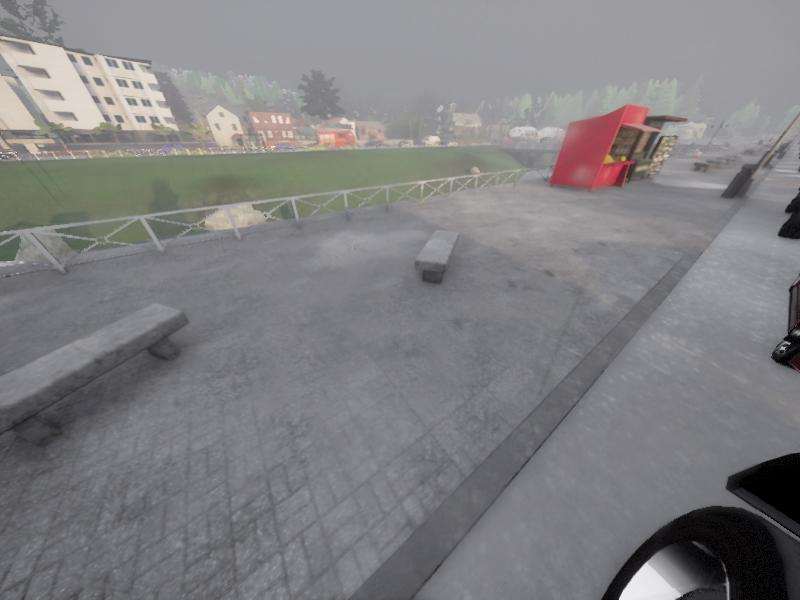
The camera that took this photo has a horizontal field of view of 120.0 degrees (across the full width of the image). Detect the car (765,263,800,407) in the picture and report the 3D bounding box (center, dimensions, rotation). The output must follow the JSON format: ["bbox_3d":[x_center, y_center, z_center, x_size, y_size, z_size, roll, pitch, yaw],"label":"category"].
[{"bbox_3d":[6.192,0.201,2.393,4.181,1.385,1.994,-22,40,-28],"label":"car"}]

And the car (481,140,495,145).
[{"bbox_3d":[29.744,-53.106,77.731,4.674,1.442,1.812,-22,41,-28],"label":"car"}]

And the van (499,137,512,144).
[{"bbox_3d":[37.430,-56.484,81.992,4.442,1.987,1.775,-22,41,-28],"label":"van"}]

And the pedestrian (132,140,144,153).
[{"bbox_3d":[-47.729,-27.923,42.042,0.751,1.860,0.751,-30,44,-35],"label":"pedestrian"}]

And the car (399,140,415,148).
[{"bbox_3d":[1.773,-41.655,61.640,3.988,1.617,1.851,-22,41,-28],"label":"car"}]

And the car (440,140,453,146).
[{"bbox_3d":[13.806,-46.612,68.541,3.633,1.501,1.845,-22,41,-28],"label":"car"}]

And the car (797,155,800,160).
[{"bbox_3d":[45.637,-16.290,25.021,4.605,1.855,1.932,-22,41,-28],"label":"car"}]

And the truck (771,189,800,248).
[{"bbox_3d":[12.722,-2.790,5.943,6.274,2.098,2.390,-22,41,-28],"label":"truck"}]

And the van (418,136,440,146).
[{"bbox_3d":[8.767,-47.723,69.402,6.366,2.431,2.351,-22,41,-28],"label":"van"}]

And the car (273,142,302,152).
[{"bbox_3d":[-23.031,-31.468,47.429,4.792,1.488,2.163,-22,41,-28],"label":"car"}]

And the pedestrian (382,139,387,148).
[{"bbox_3d":[-3.599,-36.034,53.199,0.751,1.860,0.751,-22,41,-28],"label":"pedestrian"}]

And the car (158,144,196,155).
[{"bbox_3d":[-37.578,-25.505,39.091,4.193,1.474,1.816,-22,41,-28],"label":"car"}]

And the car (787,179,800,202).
[{"bbox_3d":[18.846,-5.087,9.662,4.902,1.511,2.128,-22,41,-28],"label":"car"}]

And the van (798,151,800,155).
[{"bbox_3d":[56.422,-21.012,31.023,5.915,2.561,1.988,-22,41,-28],"label":"van"}]

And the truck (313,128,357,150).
[{"bbox_3d":[-14.396,-35.974,51.715,8.468,3.827,2.891,-22,41,-28],"label":"truck"}]

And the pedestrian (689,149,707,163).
[{"bbox_3d":[28.588,-13.838,22.155,0.500,1.100,0.500,17,39,23],"label":"pedestrian"}]

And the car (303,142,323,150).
[{"bbox_3d":[-19.993,-35.486,53.181,3.806,1.475,1.970,-22,41,-28],"label":"car"}]

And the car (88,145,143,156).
[{"bbox_3d":[-46.435,-24.600,37.947,5.357,1.411,2.033,-22,41,-28],"label":"car"}]

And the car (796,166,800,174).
[{"bbox_3d":[30.669,-10.009,16.491,5.366,1.575,1.801,-22,41,-28],"label":"car"}]

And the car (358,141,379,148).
[{"bbox_3d":[-8.090,-40.418,59.985,4.892,1.490,1.837,-22,41,-28],"label":"car"}]

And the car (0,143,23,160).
[{"bbox_3d":[-53.254,-19.192,29.900,3.866,1.878,1.905,-23,41,-28],"label":"car"}]

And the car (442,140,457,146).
[{"bbox_3d":[15.837,-50.161,73.785,4.718,1.301,1.895,-22,41,-28],"label":"car"}]
